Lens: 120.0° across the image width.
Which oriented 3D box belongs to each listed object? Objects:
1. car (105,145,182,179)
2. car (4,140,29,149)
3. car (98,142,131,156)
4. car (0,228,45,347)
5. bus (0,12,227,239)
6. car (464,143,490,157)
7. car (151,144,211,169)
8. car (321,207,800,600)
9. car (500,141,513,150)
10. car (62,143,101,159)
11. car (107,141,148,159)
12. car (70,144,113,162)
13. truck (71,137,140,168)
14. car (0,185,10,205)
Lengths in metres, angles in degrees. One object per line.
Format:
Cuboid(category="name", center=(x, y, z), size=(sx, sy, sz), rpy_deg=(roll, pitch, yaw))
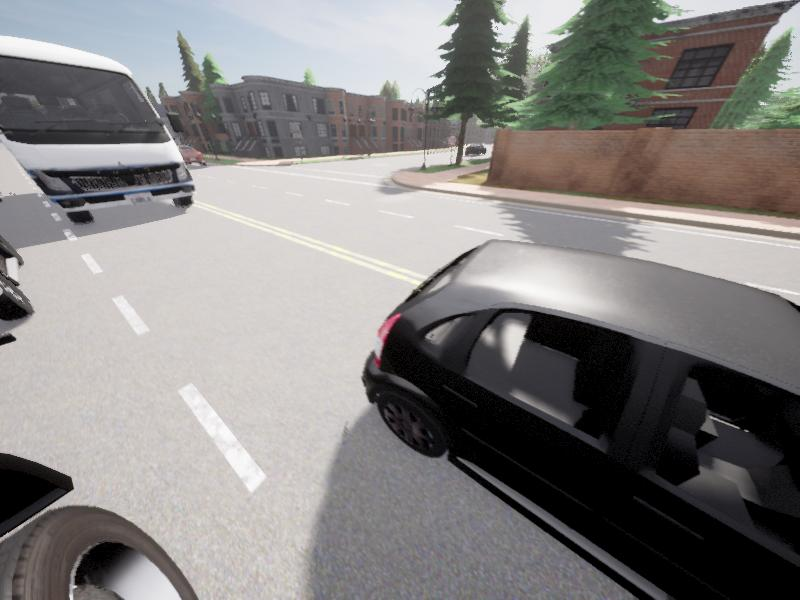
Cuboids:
Cuboid(category="car", center=(-17.969, -9.760, 16.190), size=(5.027, 1.651, 2.152), rpy_deg=(22, 41, 28))
Cuboid(category="car", center=(-76.178, -30.922, 45.886), size=(5.357, 1.411, 2.033), rpy_deg=(22, 41, 28))
Cuboid(category="car", center=(-39.492, -20.929, 31.973), size=(4.193, 1.474, 1.816), rpy_deg=(22, 41, 28))
Cuboid(category="car", center=(-7.399, -0.638, 3.119), size=(4.605, 1.855, 1.932), rpy_deg=(22, 41, 28))
Cuboid(category="bus", center=(-11.889, -5.984, 8.606), size=(10.273, 4.253, 3.944), rpy_deg=(22, 41, 28))
Cuboid(category="car", center=(11.582, -22.580, 34.677), size=(1.837, 1.490, 4.892), rpy_deg=(22, 41, 28))
Cuboid(category="car", center=(-19.490, -12.841, 20.547), size=(5.027, 1.651, 2.152), rpy_deg=(22, 41, 28))
Cuboid(category="car", center=(1.696, 0.718, 1.509), size=(3.988, 1.617, 1.851), rpy_deg=(22, 41, 28))
Cuboid(category="car", center=(24.523, -35.610, 53.152), size=(2.033, 1.649, 4.856), rpy_deg=(16, 38, 20))
Cuboid(category="car", center=(-38.415, -18.028, 27.868), size=(4.193, 1.474, 1.816), rpy_deg=(22, 41, 28))
Cuboid(category="car", center=(-33.925, -18.724, 28.761), size=(4.856, 1.649, 2.033), rpy_deg=(22, 41, 28))
Cuboid(category="car", center=(-33.375, -15.975, 25.000), size=(4.193, 1.474, 1.816), rpy_deg=(22, 41, 28))
Cuboid(category="truck", center=(-27.232, -13.729, 21.326), size=(6.274, 2.098, 2.390), rpy_deg=(22, 41, 28))
Cuboid(category="car", center=(-17.539, -4.623, 8.989), size=(3.633, 1.501, 1.845), rpy_deg=(22, 41, 28))
